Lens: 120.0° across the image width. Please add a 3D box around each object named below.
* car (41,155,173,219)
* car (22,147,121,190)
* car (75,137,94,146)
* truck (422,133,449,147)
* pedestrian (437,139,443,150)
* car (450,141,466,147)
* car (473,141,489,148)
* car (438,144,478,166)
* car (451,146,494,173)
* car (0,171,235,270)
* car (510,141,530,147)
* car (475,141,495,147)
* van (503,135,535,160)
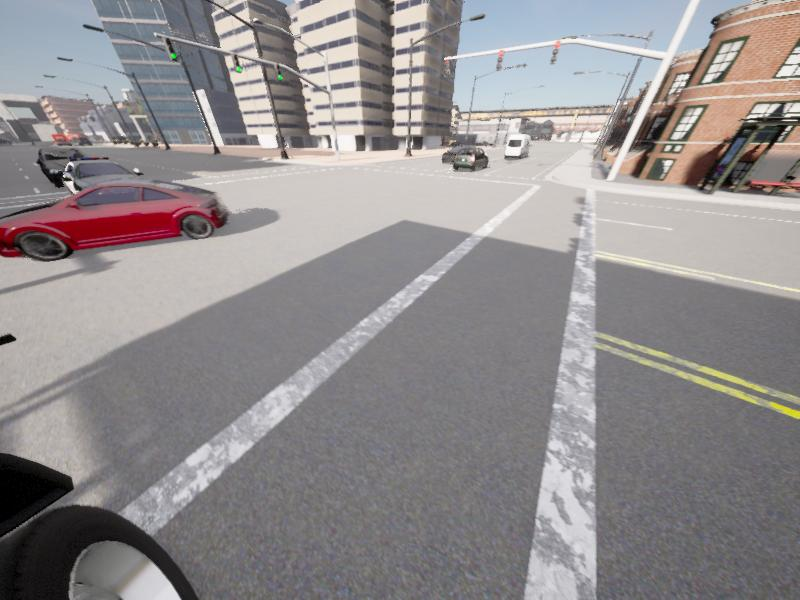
[{"bbox_3d":[-11.503,-4.634,9.046,4.974,1.542,2.038,22,41,28],"label":"car"},{"bbox_3d":[-18.184,-7.416,12.810,4.611,1.667,2.242,22,41,28],"label":"car"},{"bbox_3d":[-79.002,-39.702,57.871,3.866,1.878,1.905,25,42,31],"label":"car"},{"bbox_3d":[11.984,-54.502,78.750,8.468,3.827,2.891,20,40,27],"label":"truck"},{"bbox_3d":[8.491,-33.258,49.387,0.751,1.860,0.751,-26,43,-32],"label":"pedestrian"},{"bbox_3d":[18.177,-48.918,72.560,4.193,1.474,1.816,20,40,27],"label":"car"},{"bbox_3d":[24.333,-46.612,69.214,3.806,1.475,1.970,20,40,27],"label":"car"},{"bbox_3d":[6.166,-15.316,24.254,1.930,1.638,5.238,22,41,28],"label":"car"},{"bbox_3d":[6.054,-11.734,19.204,1.851,1.617,3.988,23,41,29],"label":"car"},{"bbox_3d":[-6.881,-2.243,5.836,4.181,1.385,1.994,-18,39,-24],"label":"car"},{"bbox_3d":[37.562,-48.827,72.272,4.902,1.511,2.128,23,41,29],"label":"car"},{"bbox_3d":[26.318,-48.368,71.504,5.238,1.638,1.930,20,40,27],"label":"car"},{"bbox_3d":[15.512,-19.869,30.014,1.988,2.561,5.915,22,41,28],"label":"van"}]
